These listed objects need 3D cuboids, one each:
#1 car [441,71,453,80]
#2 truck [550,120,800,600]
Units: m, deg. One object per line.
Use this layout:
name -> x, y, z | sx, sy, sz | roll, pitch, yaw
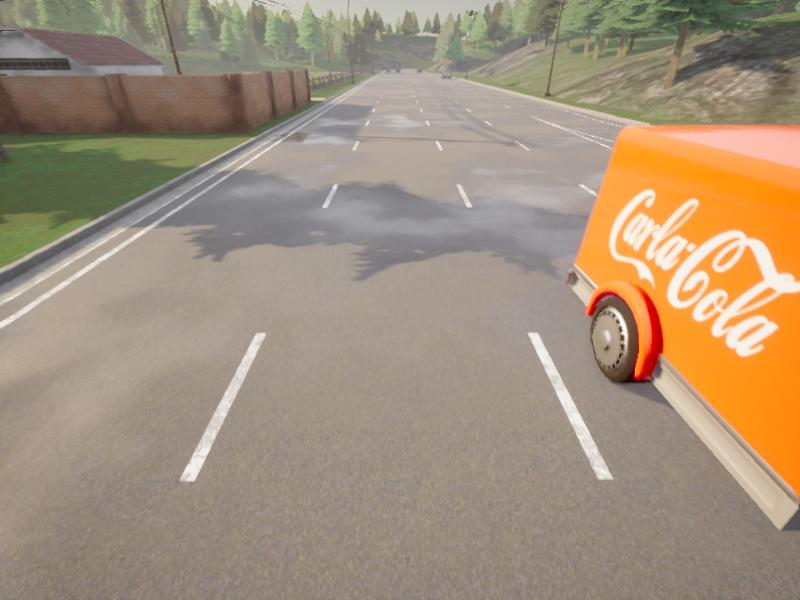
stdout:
car -> 10.068, -48.248, 85.902 | 2.128, 1.511, 4.902 | 0, 31, 0
truck -> 3.471, 0.372, 2.844 | 2.627, 2.467, 5.204 | 0, 30, 0
